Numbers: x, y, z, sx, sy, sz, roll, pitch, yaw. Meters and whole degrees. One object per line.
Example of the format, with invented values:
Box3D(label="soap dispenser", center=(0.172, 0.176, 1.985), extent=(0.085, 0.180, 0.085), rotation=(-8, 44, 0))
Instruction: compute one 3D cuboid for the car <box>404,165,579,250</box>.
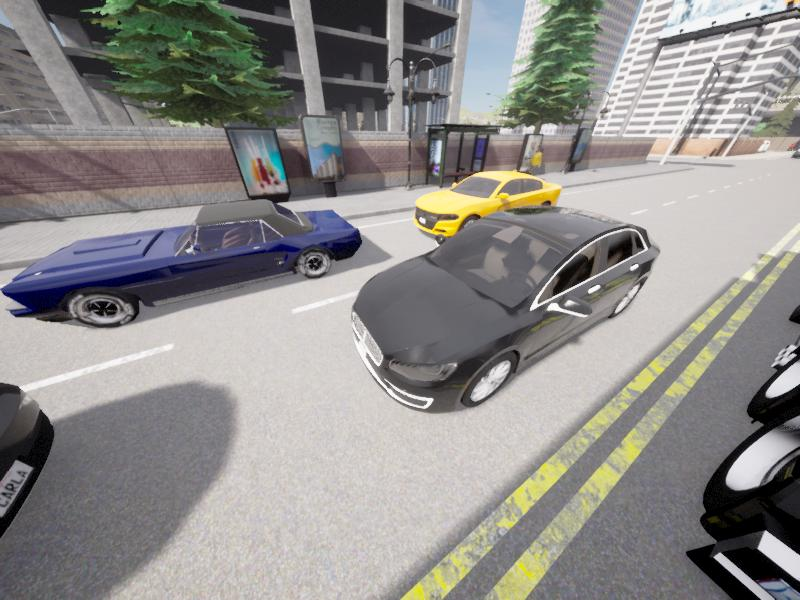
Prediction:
Box3D(label="car", center=(2.771, -3.063, 7.069), extent=(5.008, 1.535, 1.882), rotation=(-18, 39, -24))

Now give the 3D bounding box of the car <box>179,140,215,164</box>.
Box3D(label="car", center=(-21.172, -15.625, 24.287), extent=(1.905, 1.878, 3.866), rotation=(-18, 39, -24))

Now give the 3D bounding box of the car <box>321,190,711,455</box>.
Box3D(label="car", center=(1.721, -0.393, 3.266), extent=(4.892, 1.490, 1.837), rotation=(-18, 39, -24))

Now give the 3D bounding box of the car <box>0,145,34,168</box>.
Box3D(label="car", center=(-37.571, -13.298, 21.368), extent=(1.882, 1.535, 5.008), rotation=(-18, 39, -25))

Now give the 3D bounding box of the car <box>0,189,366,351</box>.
Box3D(label="car", center=(-3.232, -1.005, 4.282), extent=(4.718, 1.301, 1.895), rotation=(-18, 39, -24))

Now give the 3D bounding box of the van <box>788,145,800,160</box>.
Box3D(label="van", center=(62.968, -23.129, 35.440), extent=(5.915, 2.561, 1.988), rotation=(-18, 39, -24))

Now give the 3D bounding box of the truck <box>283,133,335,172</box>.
Box3D(label="truck", center=(-7.734, -12.548, 19.513), extent=(2.615, 2.467, 5.204), rotation=(-18, 39, -24))

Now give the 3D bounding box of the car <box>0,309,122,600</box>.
Box3D(label="car", center=(-4.522, 1.646, 0.293), extent=(4.892, 1.490, 1.837), rotation=(-18, 39, -25))

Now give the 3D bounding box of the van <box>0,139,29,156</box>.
Box3D(label="van", center=(-59.385, -22.948, 34.667), extent=(1.775, 1.987, 4.442), rotation=(-18, 39, -25))

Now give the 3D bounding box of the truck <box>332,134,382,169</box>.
Box3D(label="truck", center=(-4.004, -13.770, 21.295), extent=(2.615, 2.467, 5.204), rotation=(-18, 39, -24))

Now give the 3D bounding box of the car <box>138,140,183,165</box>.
Box3D(label="car", center=(-23.718, -14.792, 23.071), extent=(1.905, 1.878, 3.866), rotation=(-18, 39, -24))

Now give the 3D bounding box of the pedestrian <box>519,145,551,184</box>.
Box3D(label="pedestrian", center=(7.598, -7.662, 13.114), extent=(0.751, 1.860, 0.751), rotation=(-8, 36, -11))

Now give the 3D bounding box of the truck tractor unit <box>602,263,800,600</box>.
Box3D(label="truck tractor unit", center=(5.108, -0.303, 0.783), extent=(6.516, 4.208, 3.053), rotation=(-18, 39, -24))
